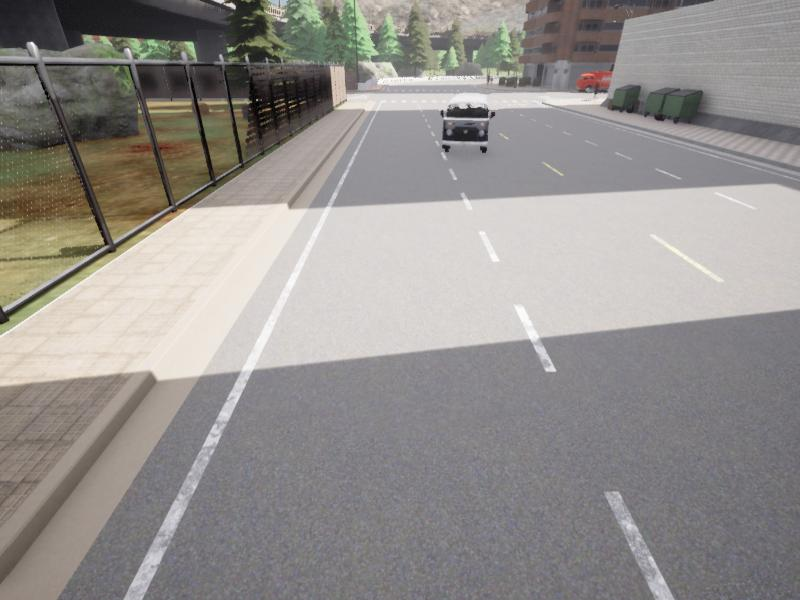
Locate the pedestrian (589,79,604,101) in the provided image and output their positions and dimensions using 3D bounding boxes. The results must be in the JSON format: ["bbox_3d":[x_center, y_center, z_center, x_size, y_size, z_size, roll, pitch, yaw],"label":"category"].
[{"bbox_3d":[18.800,-20.063,38.245,0.751,1.860,0.751,24,38,34],"label":"pedestrian"}]

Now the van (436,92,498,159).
[{"bbox_3d":[2.859,-7.394,16.651,2.069,2.038,4.480,6,30,10],"label":"van"}]

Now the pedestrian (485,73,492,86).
[{"bbox_3d":[14.470,-36.019,65.472,0.751,1.860,0.751,2,30,4],"label":"pedestrian"}]

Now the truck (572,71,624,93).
[{"bbox_3d":[26.072,-28.770,52.876,5.204,2.467,2.627,0,30,0],"label":"truck"}]

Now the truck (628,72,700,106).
[{"bbox_3d":[23.391,-18.963,35.822,2.615,2.467,5.204,0,30,0],"label":"truck"}]
